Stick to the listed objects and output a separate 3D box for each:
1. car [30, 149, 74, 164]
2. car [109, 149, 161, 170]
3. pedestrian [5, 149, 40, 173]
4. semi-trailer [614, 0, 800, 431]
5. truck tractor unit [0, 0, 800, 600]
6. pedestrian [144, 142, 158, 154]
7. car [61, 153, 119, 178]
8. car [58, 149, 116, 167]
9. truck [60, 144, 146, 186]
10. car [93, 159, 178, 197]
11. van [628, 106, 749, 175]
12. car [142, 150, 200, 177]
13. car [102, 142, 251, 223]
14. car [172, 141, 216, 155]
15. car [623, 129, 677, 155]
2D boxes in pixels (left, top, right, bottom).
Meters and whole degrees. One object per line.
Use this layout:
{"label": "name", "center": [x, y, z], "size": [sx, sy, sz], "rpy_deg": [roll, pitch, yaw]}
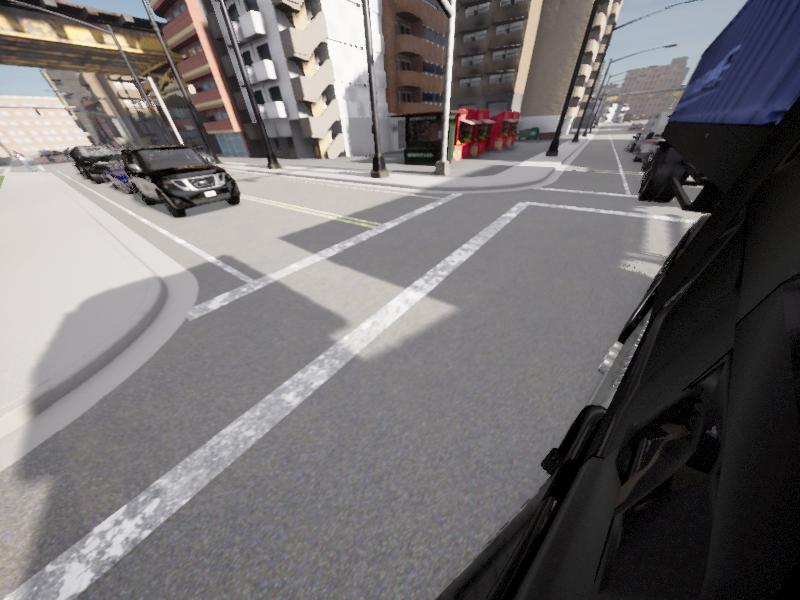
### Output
{"label": "car", "center": [-55.934, -23.214, 37.278], "size": [2.038, 1.542, 4.974], "rpy_deg": [-20, 40, -22]}
{"label": "car", "center": [-27.117, -14.427, 23.626], "size": [4.792, 1.488, 2.163], "rpy_deg": [20, 42, 28]}
{"label": "pedestrian", "center": [-36.106, -13.313, 22.124], "size": [0.751, 1.860, 0.751], "rpy_deg": [-26, 42, -28]}
{"label": "semi-trailer", "center": [7.943, -4.016, 4.872], "size": [2.717, 4.402, 14.254], "rpy_deg": [25, 45, 32]}
{"label": "truck tractor unit", "center": [2.645, -0.295, 0.351], "size": [6.516, 4.208, 3.053], "rpy_deg": [-28, 44, -30]}
{"label": "pedestrian", "center": [-45.994, -28.094, 42.644], "size": [0.751, 1.860, 0.751], "rpy_deg": [7, 38, 13]}
{"label": "car", "center": [-26.947, -11.792, 20.078], "size": [4.792, 1.488, 2.163], "rpy_deg": [22, 43, 29]}
{"label": "car", "center": [-39.693, -18.180, 29.491], "size": [2.128, 1.511, 4.902], "rpy_deg": [-14, 38, -15]}
{"label": "truck", "center": [-21.123, -9.737, 16.407], "size": [6.274, 2.098, 2.390], "rpy_deg": [22, 43, 29]}
{"label": "car", "center": [-14.581, -6.808, 12.706], "size": [4.718, 1.301, 1.895], "rpy_deg": [22, 43, 29]}
{"label": "van", "center": [14.627, -8.611, 12.402], "size": [2.351, 2.431, 6.366], "rpy_deg": [21, 43, 29]}
{"label": "car", "center": [-18.109, -10.849, 18.245], "size": [4.674, 1.442, 1.812], "rpy_deg": [22, 43, 29]}
{"label": "car", "center": [-8.643, -4.748, 8.910], "size": [5.566, 2.045, 2.150], "rpy_deg": [22, 43, 29]}
{"label": "car", "center": [-35.978, -26.659, 40.511], "size": [1.930, 1.638, 5.238], "rpy_deg": [21, 44, 29]}
{"label": "car", "center": [20.210, -13.049, 18.951], "size": [2.128, 1.511, 4.902], "rpy_deg": [21, 42, 29]}
